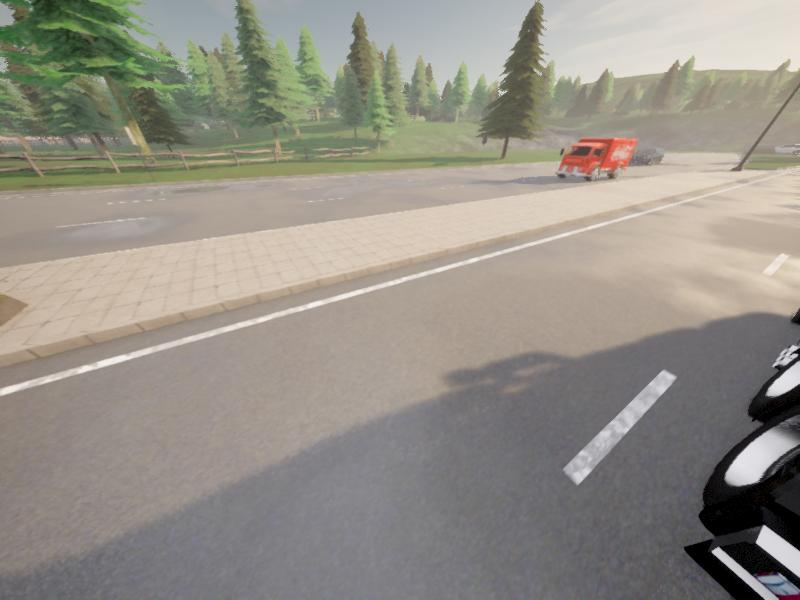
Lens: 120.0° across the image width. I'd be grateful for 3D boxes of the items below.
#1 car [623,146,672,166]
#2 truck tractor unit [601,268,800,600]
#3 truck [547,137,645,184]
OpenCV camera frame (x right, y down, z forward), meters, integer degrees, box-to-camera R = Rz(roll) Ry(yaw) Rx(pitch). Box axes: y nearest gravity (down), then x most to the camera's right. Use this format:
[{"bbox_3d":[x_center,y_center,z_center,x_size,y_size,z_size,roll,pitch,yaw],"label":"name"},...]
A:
[{"bbox_3d":[28.613,-16.676,26.737,4.553,1.767,2.097,-18,39,-25],"label":"car"},{"bbox_3d":[5.126,-0.283,0.776,6.516,4.208,3.053,-18,39,-24],"label":"truck tractor unit"},{"bbox_3d":[13.515,-9.785,16.067,5.204,2.467,2.627,-18,39,-24],"label":"truck"}]
